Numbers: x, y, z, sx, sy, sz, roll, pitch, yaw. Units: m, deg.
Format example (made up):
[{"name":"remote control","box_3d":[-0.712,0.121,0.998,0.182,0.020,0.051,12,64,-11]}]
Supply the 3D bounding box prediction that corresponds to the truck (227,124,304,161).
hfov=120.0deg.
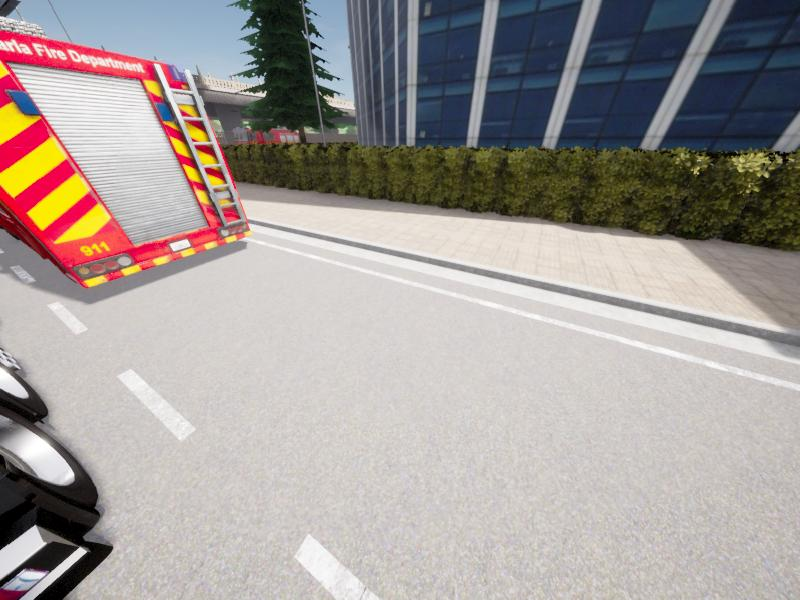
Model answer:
[{"name":"truck","box_3d":[-18.211,-22.055,32.354,2.891,3.827,8.468,17,38,23]}]

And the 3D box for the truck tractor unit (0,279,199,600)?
[{"name":"truck tractor unit","box_3d":[-5.136,-0.274,0.741,6.516,4.208,3.053,17,39,23]}]

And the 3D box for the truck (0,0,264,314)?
[{"name":"truck","box_3d":[-7.825,-3.227,5.344,8.468,3.827,2.891,17,38,23]}]

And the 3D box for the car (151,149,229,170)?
[{"name":"car","box_3d":[-20.747,-14.176,23.188,2.033,1.411,5.357,17,38,23]}]

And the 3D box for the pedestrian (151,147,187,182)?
[{"name":"pedestrian","box_3d":[-14.736,-8.653,14.763,0.751,1.860,0.751,19,39,26]}]

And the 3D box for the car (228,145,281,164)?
[{"name":"car","box_3d":[-17.485,-17.718,28.038,2.033,1.649,4.856,17,39,23]}]

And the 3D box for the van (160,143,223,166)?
[{"name":"van","box_3d":[-22.970,-16.263,25.683,1.775,1.987,4.442,17,38,23]}]
